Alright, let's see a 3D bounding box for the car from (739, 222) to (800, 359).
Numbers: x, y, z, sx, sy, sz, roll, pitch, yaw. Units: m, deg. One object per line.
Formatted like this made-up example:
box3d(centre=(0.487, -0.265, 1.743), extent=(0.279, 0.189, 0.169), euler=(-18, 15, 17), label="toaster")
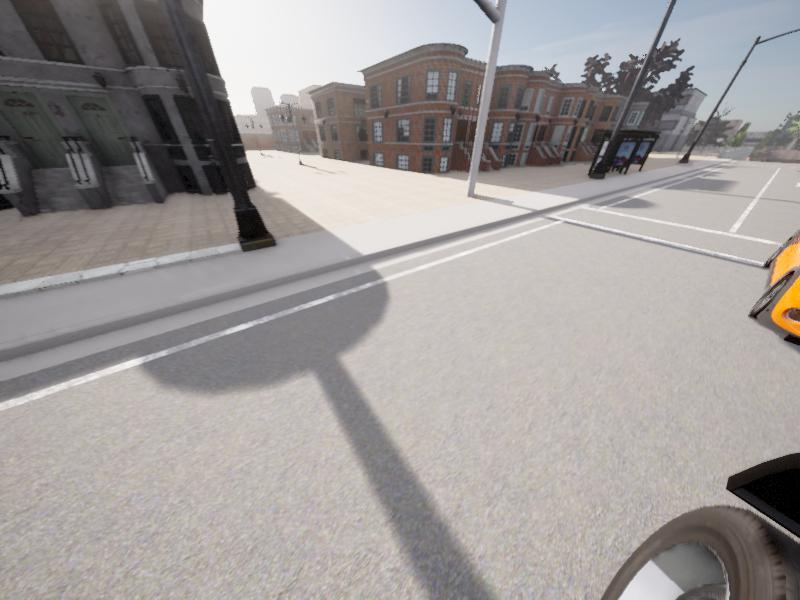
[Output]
box3d(centre=(7.265, -0.449, 3.135), extent=(4.553, 1.767, 2.097), euler=(-22, 40, -28), label="car")
